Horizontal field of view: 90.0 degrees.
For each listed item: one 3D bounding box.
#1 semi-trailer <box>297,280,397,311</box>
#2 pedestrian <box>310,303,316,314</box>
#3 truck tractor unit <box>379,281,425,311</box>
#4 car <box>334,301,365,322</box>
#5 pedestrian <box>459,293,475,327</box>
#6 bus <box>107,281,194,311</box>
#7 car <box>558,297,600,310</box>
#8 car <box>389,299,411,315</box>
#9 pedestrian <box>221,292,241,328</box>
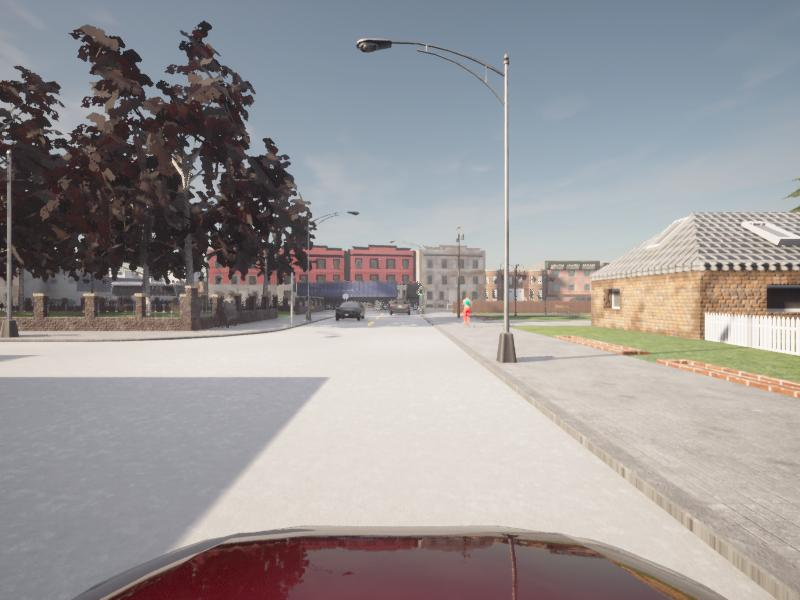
[{"bbox_3d":[-7.570,-0.619,58.379,14.254,4.402,2.717,0,0,0],"label":"semi-trailer"},{"bbox_3d":[-9.213,0.914,42.267,0.500,1.100,0.500,0,0,0],"label":"pedestrian"},{"bbox_3d":[0.346,-0.522,58.382,6.516,4.208,3.053,0,0,0],"label":"truck tractor unit"},{"bbox_3d":[-3.932,0.823,32.016,1.882,1.535,5.008,0,0,0],"label":"car"},{"bbox_3d":[3.707,0.533,22.121,0.751,1.860,0.751,0,0,1],"label":"pedestrian"},{"bbox_3d":[-36.252,-0.534,58.494,10.273,4.253,3.944,0,0,0],"label":"bus"},{"bbox_3d":[27.832,0.568,62.390,5.566,2.045,2.150,0,0,0],"label":"car"},{"bbox_3d":[0.032,0.756,44.284,2.242,1.667,4.611,0,0,1],"label":"car"},{"bbox_3d":[-8.934,0.534,21.139,0.751,1.860,0.751,0,0,-1],"label":"pedestrian"}]
